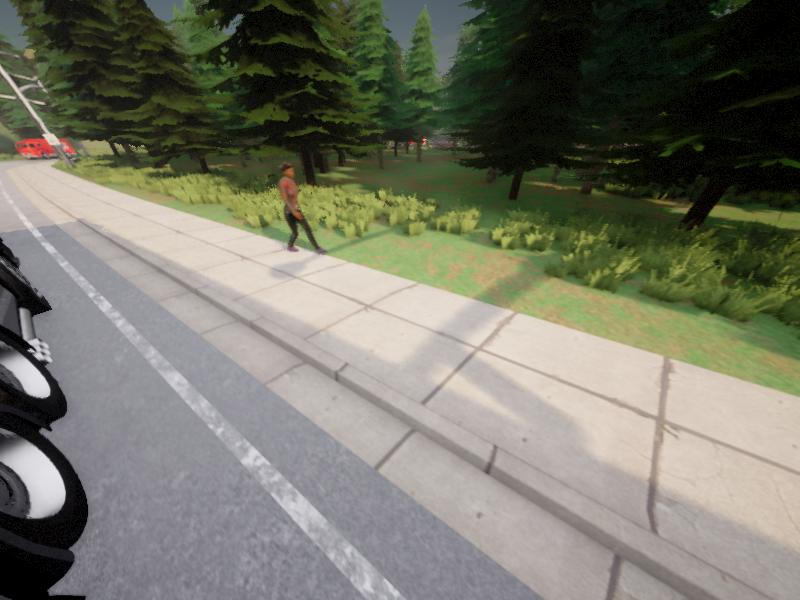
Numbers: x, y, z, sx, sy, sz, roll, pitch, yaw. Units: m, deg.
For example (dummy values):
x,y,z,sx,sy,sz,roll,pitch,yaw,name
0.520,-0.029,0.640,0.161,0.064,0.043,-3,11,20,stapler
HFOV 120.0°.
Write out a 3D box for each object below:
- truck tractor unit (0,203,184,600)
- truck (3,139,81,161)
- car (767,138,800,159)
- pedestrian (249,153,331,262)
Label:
x,y,z,sx,sy,sz,roll,pitch,yaw,name
-5.006,-0.394,0.913,6.516,4.208,3.053,23,41,29,truck tractor unit
-50.771,-21.567,33.076,2.627,2.467,5.204,-3,35,-4,truck
45.653,-17.504,26.554,1.905,1.878,3.866,18,39,24,car
-2.075,-1.813,4.627,0.751,1.860,0.751,9,36,14,pedestrian
